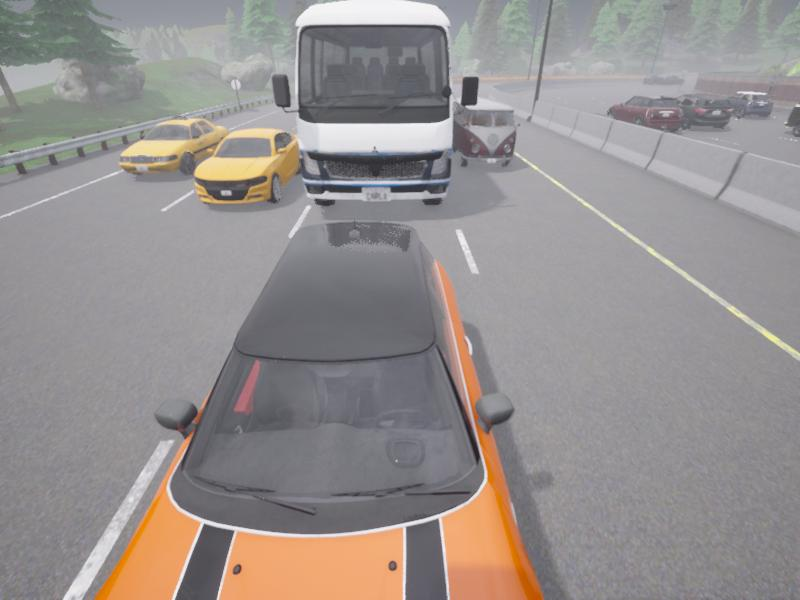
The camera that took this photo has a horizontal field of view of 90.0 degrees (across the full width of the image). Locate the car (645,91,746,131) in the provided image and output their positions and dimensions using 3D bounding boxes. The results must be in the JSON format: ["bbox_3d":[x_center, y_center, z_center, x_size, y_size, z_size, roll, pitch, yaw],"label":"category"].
[{"bbox_3d":[16.768,-10.993,23.119,2.242,1.667,4.611,0,30,-1],"label":"car"}]

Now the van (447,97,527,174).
[{"bbox_3d":[2.908,-6.068,14.408,1.775,1.987,4.442,0,30,-1],"label":"van"}]

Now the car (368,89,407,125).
[{"bbox_3d":[-0.683,-12.284,25.353,2.242,1.667,4.611,0,30,0],"label":"car"}]

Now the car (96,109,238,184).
[{"bbox_3d":[-7.590,-5.504,13.861,1.801,1.575,5.366,0,30,-1],"label":"car"}]

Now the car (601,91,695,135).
[{"bbox_3d":[13.287,-10.328,21.866,2.097,1.767,4.553,0,30,-1],"label":"car"}]

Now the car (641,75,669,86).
[{"bbox_3d":[44.407,-38.302,69.644,3.705,1.549,1.789,-10,32,-16],"label":"car"}]

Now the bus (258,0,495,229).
[{"bbox_3d":[-0.451,-5.977,12.016,3.944,4.253,10.273,0,30,-1],"label":"bus"}]

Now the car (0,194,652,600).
[{"bbox_3d":[-0.398,0.731,2.982,2.097,1.767,4.553,-1,30,-1],"label":"car"}]

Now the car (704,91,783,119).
[{"bbox_3d":[23.715,-13.649,27.842,1.970,1.475,3.806,0,30,0],"label":"car"}]

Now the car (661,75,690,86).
[{"bbox_3d":[46.076,-36.736,66.954,3.633,1.501,1.845,-10,32,-16],"label":"car"}]

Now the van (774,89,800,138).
[{"bbox_3d":[20.342,-8.333,18.200,2.069,2.038,4.480,0,30,-1],"label":"van"}]

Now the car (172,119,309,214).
[{"bbox_3d":[-4.049,-3.967,11.271,1.882,1.535,5.008,0,30,-1],"label":"car"}]
